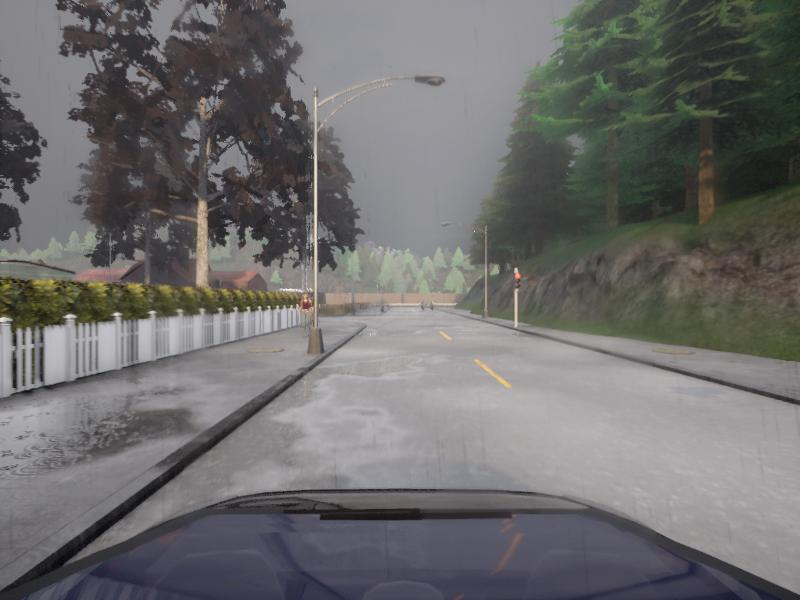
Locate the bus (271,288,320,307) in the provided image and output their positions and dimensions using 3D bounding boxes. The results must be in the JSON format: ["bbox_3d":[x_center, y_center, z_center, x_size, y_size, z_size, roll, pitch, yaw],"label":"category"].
[{"bbox_3d":[-24.196,-0.508,93.084,10.273,4.253,3.944,0,0,0],"label":"bus"}]

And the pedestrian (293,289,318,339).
[{"bbox_3d":[-3.630,0.530,15.441,0.751,1.860,0.751,0,0,2],"label":"pedestrian"}]

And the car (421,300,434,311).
[{"bbox_3d":[4.227,0.833,62.640,1.789,1.549,3.705,0,0,0],"label":"car"}]
